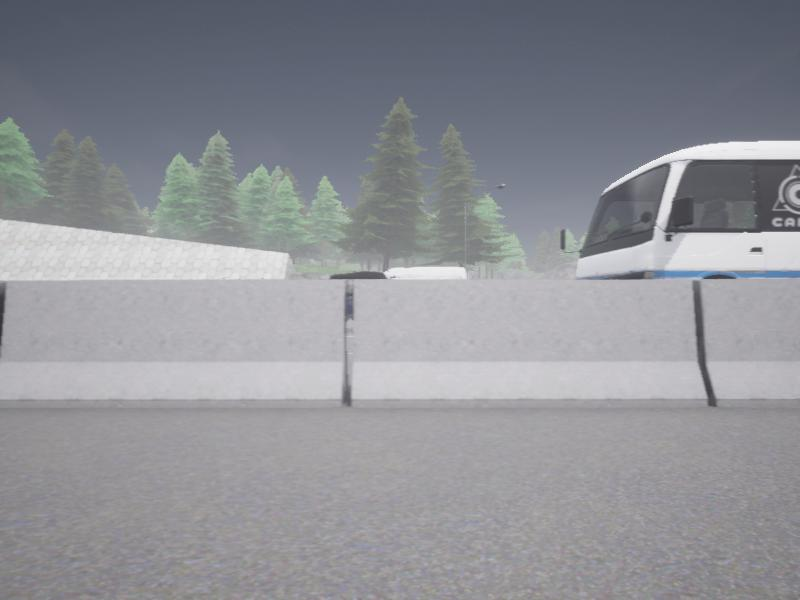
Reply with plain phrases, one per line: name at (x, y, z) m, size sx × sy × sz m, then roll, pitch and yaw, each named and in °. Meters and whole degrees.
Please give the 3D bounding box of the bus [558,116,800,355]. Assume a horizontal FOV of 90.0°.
bus at (9.493, -1.146, 9.077) m, size 10.273 × 4.253 × 3.944 m, roll 0°, pitch 0°, yaw 0°

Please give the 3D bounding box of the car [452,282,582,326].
car at (4.562, 0.151, 16.197) m, size 4.611 × 1.667 × 2.242 m, roll 0°, pitch 0°, yaw 0°

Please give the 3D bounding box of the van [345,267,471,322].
van at (0.369, -0.277, 19.703) m, size 5.915 × 2.561 × 1.988 m, roll 0°, pitch 0°, yaw 0°

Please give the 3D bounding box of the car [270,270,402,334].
car at (-1.876, 0.050, 12.701) m, size 3.866 × 1.878 × 1.905 m, roll 0°, pitch 0°, yaw 0°
